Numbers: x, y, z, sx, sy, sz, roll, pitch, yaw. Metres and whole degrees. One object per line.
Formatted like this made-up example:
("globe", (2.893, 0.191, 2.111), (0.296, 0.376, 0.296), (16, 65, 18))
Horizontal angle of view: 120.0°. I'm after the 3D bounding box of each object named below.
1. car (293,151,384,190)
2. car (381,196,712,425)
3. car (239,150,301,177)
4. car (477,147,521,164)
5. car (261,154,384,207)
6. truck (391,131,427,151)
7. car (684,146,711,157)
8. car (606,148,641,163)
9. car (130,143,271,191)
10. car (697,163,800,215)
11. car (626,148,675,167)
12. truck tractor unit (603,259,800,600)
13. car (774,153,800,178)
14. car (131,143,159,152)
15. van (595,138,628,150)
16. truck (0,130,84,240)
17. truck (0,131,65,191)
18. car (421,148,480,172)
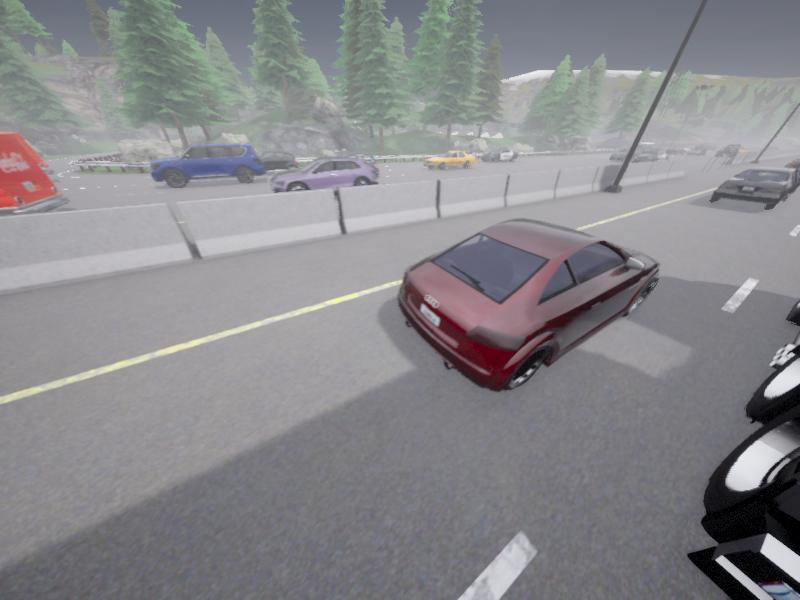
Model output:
("car", (-3.588, -7.961, 13.959), (4.611, 1.667, 2.242), (-18, 39, -25))
("car", (2.067, -0.437, 3.453), (4.181, 1.385, 1.994), (-19, 39, -25))
("car", (-9.817, -10.476, 17.627), (3.705, 1.549, 1.789), (-18, 39, -25))
("car", (12.215, -17.833, 28.407), (4.974, 1.542, 2.038), (-19, 39, -25))
("car", (-3.384, -5.688, 10.730), (4.856, 1.649, 2.033), (-18, 39, -25))
("truck", (2.156, -39.551, 57.512), (8.468, 3.827, 2.891), (18, 38, 23))
("car", (54.886, -27.446, 42.595), (3.988, 1.617, 1.851), (-18, 39, -25))
("car", (29.232, -19.011, 30.248), (3.633, 1.501, 1.845), (-20, 40, -27))
("car", (-11.042, -7.944, 13.543), (5.566, 2.045, 2.150), (-18, 39, -25))
("car", (16.010, -5.107, 10.264), (5.357, 1.411, 2.033), (-18, 39, -25))
("car", (28.719, -16.379, 26.460), (4.974, 1.542, 2.038), (-19, 39, -25))
("truck tractor unit", (5.102, -0.310, 0.793), (6.516, 4.208, 3.053), (-19, 39, -24))
("car", (32.377, -10.636, 18.226), (4.974, 1.542, 2.038), (-18, 39, -25))
("car", (-51.152, -30.716, 46.466), (2.128, 1.511, 4.902), (-15, 38, -21))
("van", (58.205, -42.964, 63.670), (1.988, 2.561, 5.915), (-19, 39, -25))
("truck", (-13.117, -2.765, 5.715), (5.204, 2.467, 2.627), (-18, 39, -25))
("truck", (-23.362, -7.593, 12.554), (5.204, 2.467, 2.627), (1, 38, 1))
("car", (4.689, -13.015, 21.374), (5.366, 1.575, 1.801), (-19, 39, -25))
